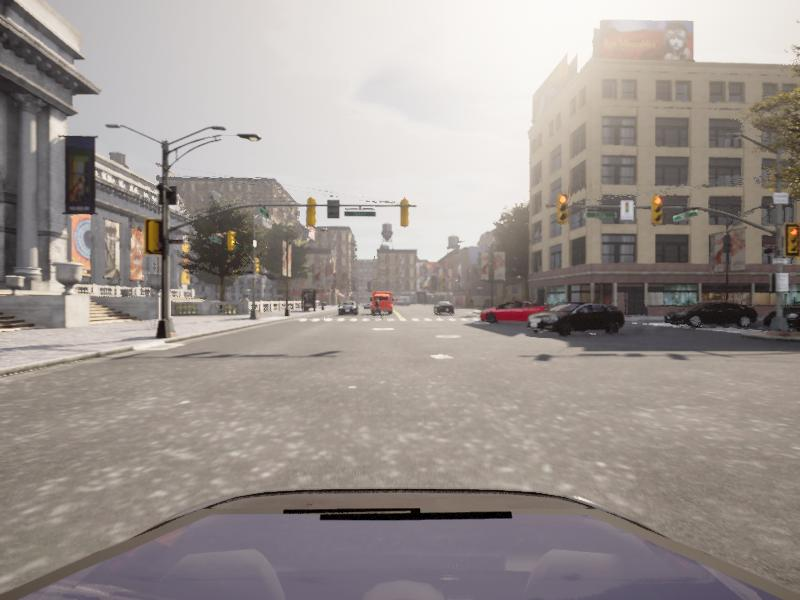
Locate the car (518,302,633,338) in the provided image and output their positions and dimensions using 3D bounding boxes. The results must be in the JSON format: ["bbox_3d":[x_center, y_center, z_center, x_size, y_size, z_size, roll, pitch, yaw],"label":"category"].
[{"bbox_3d":[8.162,0.843,18.594,4.902,1.511,2.128,0,0,-23],"label":"car"}]

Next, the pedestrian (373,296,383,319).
[{"bbox_3d":[-1.815,0.645,32.777,0.751,1.860,0.751,0,0,1],"label":"pedestrian"}]

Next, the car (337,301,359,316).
[{"bbox_3d":[-5.416,0.863,42.264,1.970,1.475,3.806,0,0,-2],"label":"car"}]

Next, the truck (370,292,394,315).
[{"bbox_3d":[-2.028,0.367,44.887,2.627,2.467,5.204,0,0,-3],"label":"truck"}]

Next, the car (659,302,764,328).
[{"bbox_3d":[18.763,0.853,24.257,4.892,1.490,1.837,0,0,1],"label":"car"}]

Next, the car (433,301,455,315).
[{"bbox_3d":[4.964,0.881,45.313,1.812,1.442,4.674,0,0,-2],"label":"car"}]

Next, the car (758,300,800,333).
[{"bbox_3d":[21.301,0.797,20.688,3.988,1.617,1.851,0,0,-3],"label":"car"}]

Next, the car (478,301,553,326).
[{"bbox_3d":[7.718,0.837,26.765,4.514,1.525,2.007,0,0,26],"label":"car"}]

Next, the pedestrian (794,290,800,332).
[{"bbox_3d":[18.298,0.501,17.855,0.751,1.860,0.751,0,0,-21],"label":"pedestrian"}]
